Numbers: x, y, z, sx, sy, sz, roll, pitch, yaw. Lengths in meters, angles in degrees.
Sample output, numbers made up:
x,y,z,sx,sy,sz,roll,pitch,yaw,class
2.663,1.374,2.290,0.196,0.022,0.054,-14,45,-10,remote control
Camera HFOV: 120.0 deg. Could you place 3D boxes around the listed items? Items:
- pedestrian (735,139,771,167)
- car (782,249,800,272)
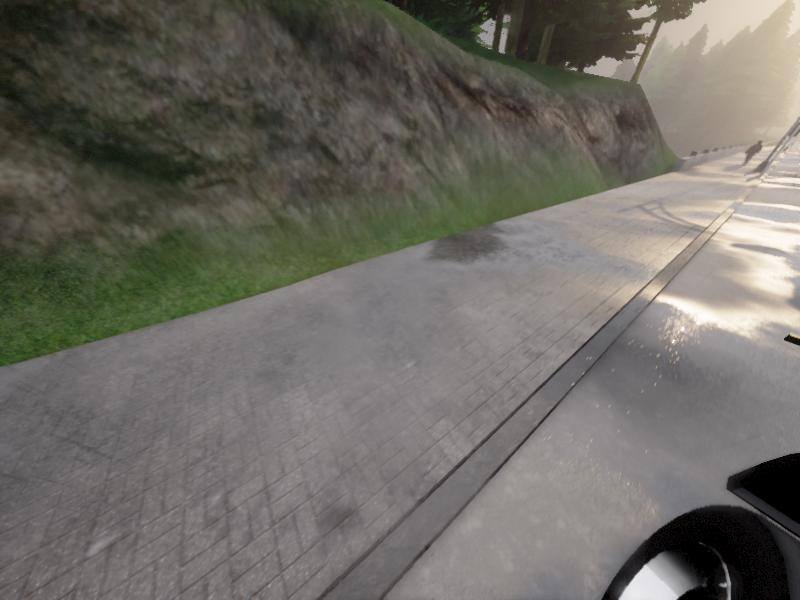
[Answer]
x,y,z,sx,sy,sz,roll,pitch,yaw,class
28.559,-11.896,18.714,0.751,1.860,0.751,-20,40,-26,pedestrian
10.542,-0.852,3.698,5.008,1.535,1.882,-1,35,-1,car
